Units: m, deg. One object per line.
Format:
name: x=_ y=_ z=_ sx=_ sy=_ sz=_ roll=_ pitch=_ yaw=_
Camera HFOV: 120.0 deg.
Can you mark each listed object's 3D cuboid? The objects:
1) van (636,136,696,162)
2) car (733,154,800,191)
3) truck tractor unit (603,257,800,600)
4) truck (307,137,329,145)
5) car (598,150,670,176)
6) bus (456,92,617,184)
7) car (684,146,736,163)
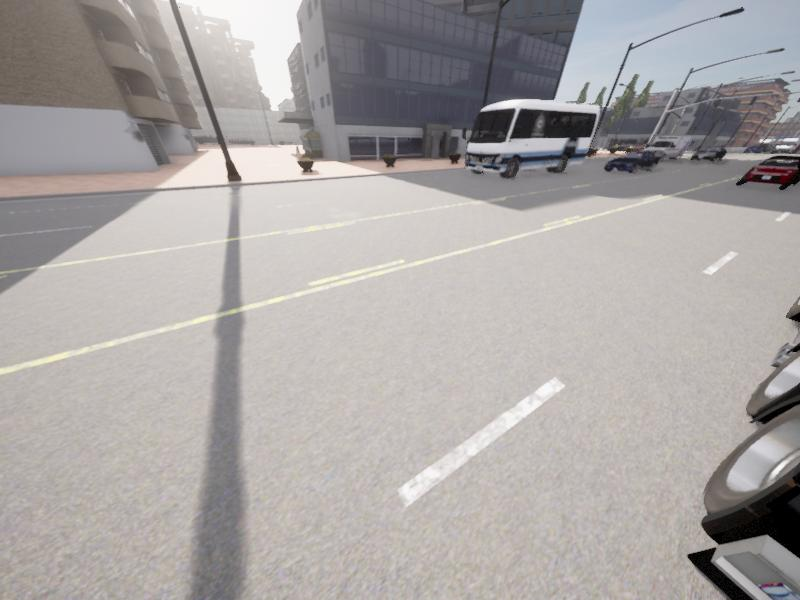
van: x=31.782 y=-18.121 z=27.642 sx=6.366 sy=2.431 sz=2.351 roll=-18 pitch=39 yaw=-24
car: x=21.505 y=-7.345 z=13.142 sx=4.193 sy=1.474 sz=1.816 roll=-18 pitch=39 yaw=-24
truck tractor unit: x=5.090 y=-0.325 z=0.785 sx=6.516 sy=4.208 sz=3.053 roll=-19 pitch=39 yaw=-24
truck: x=-27.333 y=-53.219 z=77.219 sx=6.274 sy=2.098 sz=2.390 roll=-17 pitch=38 yaw=-23
car: x=18.702 y=-11.021 z=18.459 sx=5.357 sy=1.411 sz=2.033 roll=-18 pitch=39 yaw=-24
bus: x=9.585 y=-11.406 z=16.545 sx=10.273 sy=4.253 sz=3.944 roll=-19 pitch=39 yaw=-24
car: x=35.071 y=-16.506 z=26.134 sx=4.902 sy=1.511 sz=2.128 roll=-18 pitch=39 yaw=-24
